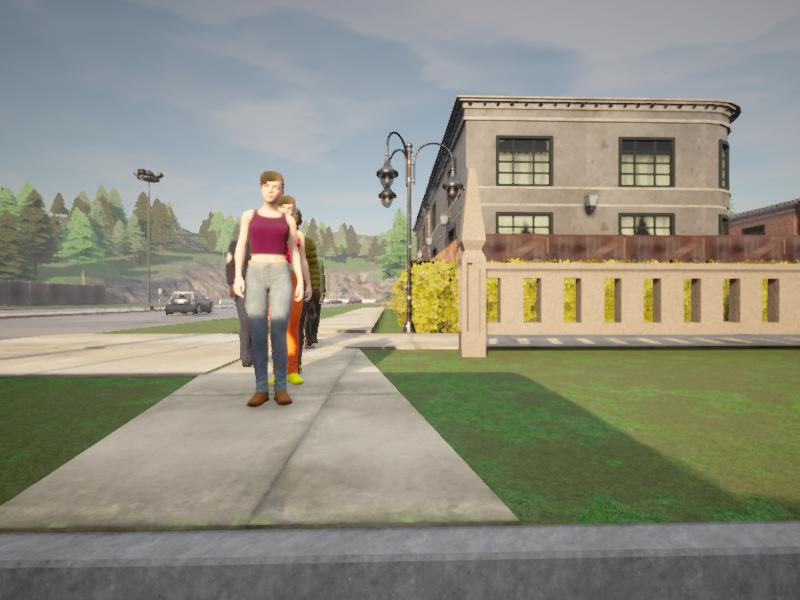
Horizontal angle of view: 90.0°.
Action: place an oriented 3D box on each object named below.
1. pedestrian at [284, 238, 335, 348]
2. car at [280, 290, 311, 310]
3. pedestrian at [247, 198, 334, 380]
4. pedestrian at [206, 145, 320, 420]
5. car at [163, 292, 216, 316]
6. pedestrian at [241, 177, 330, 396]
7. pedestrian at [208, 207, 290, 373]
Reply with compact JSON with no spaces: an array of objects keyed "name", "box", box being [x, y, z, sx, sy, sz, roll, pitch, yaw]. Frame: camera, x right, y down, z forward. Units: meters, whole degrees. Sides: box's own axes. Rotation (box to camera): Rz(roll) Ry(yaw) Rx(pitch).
[{"name":"pedestrian","box":[-1.600,-0.116,7.163,0.751,1.860,0.751,0,0,0]},{"name":"car","box":[-11.312,-0.039,43.808,2.150,2.045,5.566,0,0,-2]},{"name":"pedestrian","box":[-1.186,-0.116,4.480,0.751,1.860,0.751,0,0,2]},{"name":"pedestrian","box":[-1.020,-0.116,3.149,0.751,1.860,0.751,0,0,-12]},{"name":"car","box":[-13.805,0.244,26.488,1.970,1.475,3.806,0,0,-8]},{"name":"pedestrian","box":[-1.111,-0.116,3.876,0.751,1.860,0.751,0,0,-18]},{"name":"pedestrian","box":[-1.896,-0.117,5.010,0.751,1.860,0.751,0,0,-40]}]
